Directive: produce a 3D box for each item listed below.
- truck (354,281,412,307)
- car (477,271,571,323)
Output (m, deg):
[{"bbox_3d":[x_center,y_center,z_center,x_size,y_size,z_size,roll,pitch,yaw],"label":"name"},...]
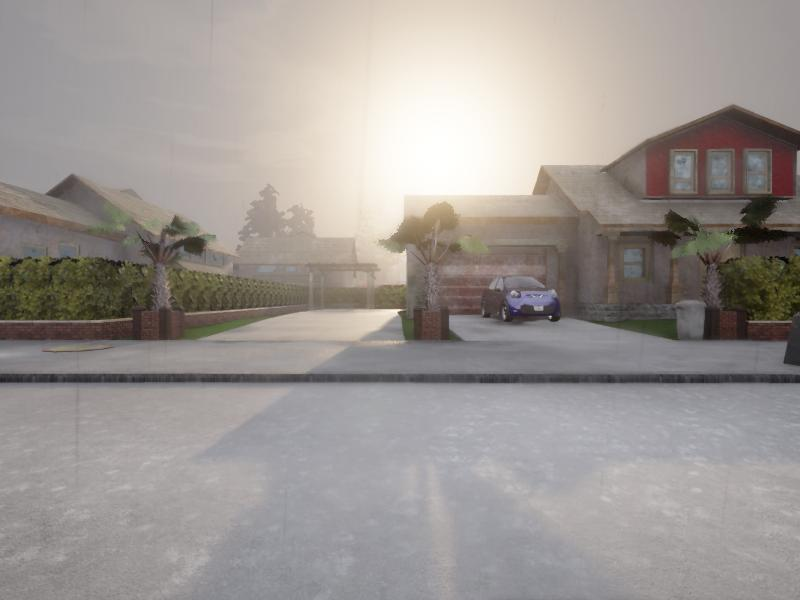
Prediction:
[{"bbox_3d":[-2.477,-0.921,60.272,8.468,3.827,2.891,0,0,0],"label":"truck"},{"bbox_3d":[3.891,-0.082,13.247,1.845,1.501,3.633,0,0,-3],"label":"car"}]
